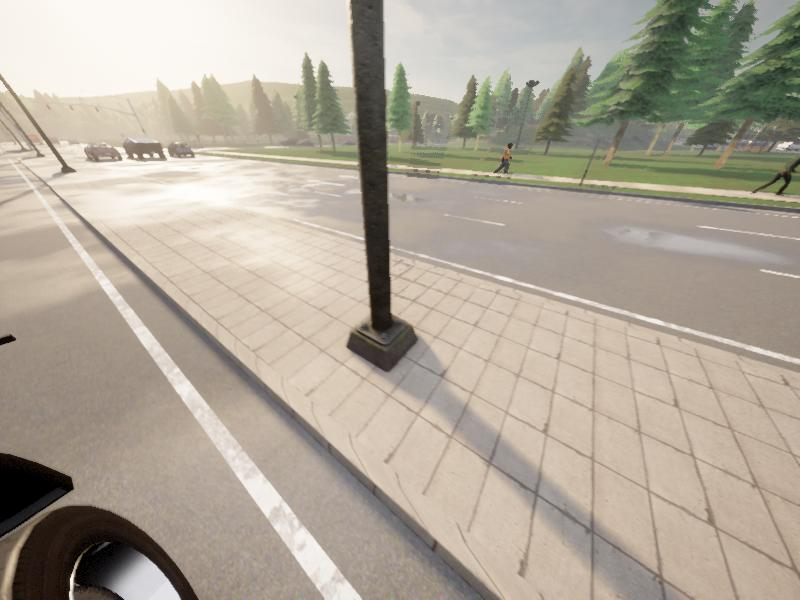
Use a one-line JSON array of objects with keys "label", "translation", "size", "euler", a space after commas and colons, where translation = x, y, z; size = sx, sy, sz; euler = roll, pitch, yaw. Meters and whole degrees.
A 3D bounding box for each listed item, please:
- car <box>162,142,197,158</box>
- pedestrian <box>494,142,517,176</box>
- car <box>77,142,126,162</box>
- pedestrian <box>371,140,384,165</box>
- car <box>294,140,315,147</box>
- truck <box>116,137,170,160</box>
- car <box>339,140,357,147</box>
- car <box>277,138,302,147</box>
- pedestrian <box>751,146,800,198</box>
[{"label": "car", "translation": [-28.815, -19.656, 30.183], "size": [3.988, 1.617, 1.851], "euler": [22, 40, 28]}, {"label": "pedestrian", "translation": [7.043, -9.459, 15.469], "size": [0.751, 1.860, 0.751], "euler": [23, 41, 29]}, {"label": "car", "translation": [-33.175, -16.510, 25.672], "size": [5.027, 1.651, 2.152], "euler": [22, 41, 28]}, {"label": "pedestrian", "translation": [-2.038, -13.208, 20.718], "size": [0.751, 1.860, 0.751], "euler": [23, 41, 28]}, {"label": "car", "translation": [-25.470, -41.793, 61.713], "size": [1.837, 1.490, 4.892], "euler": [22, 41, 28]}, {"label": "truck", "translation": [-30.860, -18.227, 27.713], "size": [6.274, 2.098, 2.390], "euler": [22, 40, 27]}, {"label": "car", "translation": [-15.442, -46.410, 68.397], "size": [2.128, 1.511, 4.902], "euler": [22, 41, 28]}, {"label": "car", "translation": [-31.012, -44.500, 65.046], "size": [2.150, 2.045, 5.566], "euler": [22, 41, 28]}, {"label": "pedestrian", "translation": [16.627, -5.492, 9.916], "size": [0.751, 1.860, 0.751], "euler": [23, 41, 29]}]
